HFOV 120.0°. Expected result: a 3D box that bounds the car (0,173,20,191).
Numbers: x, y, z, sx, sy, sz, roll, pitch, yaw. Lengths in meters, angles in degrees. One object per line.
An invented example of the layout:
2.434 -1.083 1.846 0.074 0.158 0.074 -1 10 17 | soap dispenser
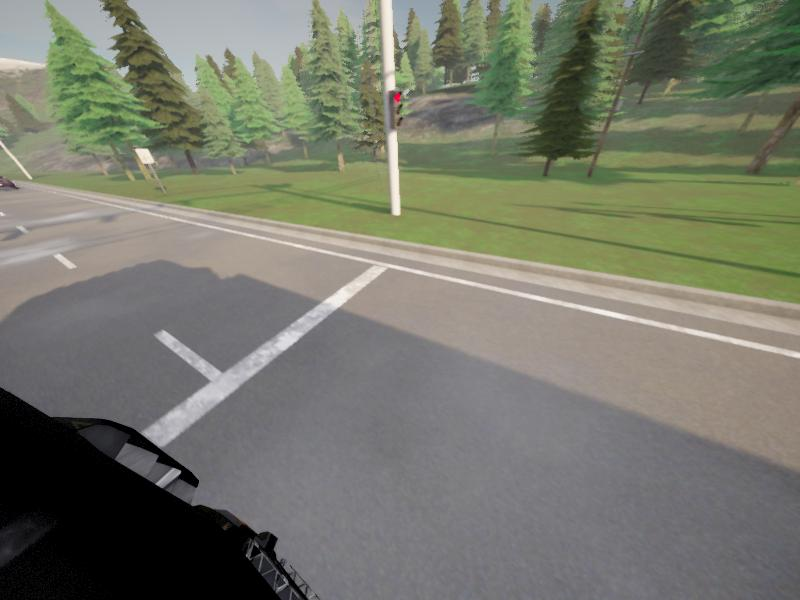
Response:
-43.199 -12.631 24.720 4.193 1.474 1.816 16 38 26 | car
